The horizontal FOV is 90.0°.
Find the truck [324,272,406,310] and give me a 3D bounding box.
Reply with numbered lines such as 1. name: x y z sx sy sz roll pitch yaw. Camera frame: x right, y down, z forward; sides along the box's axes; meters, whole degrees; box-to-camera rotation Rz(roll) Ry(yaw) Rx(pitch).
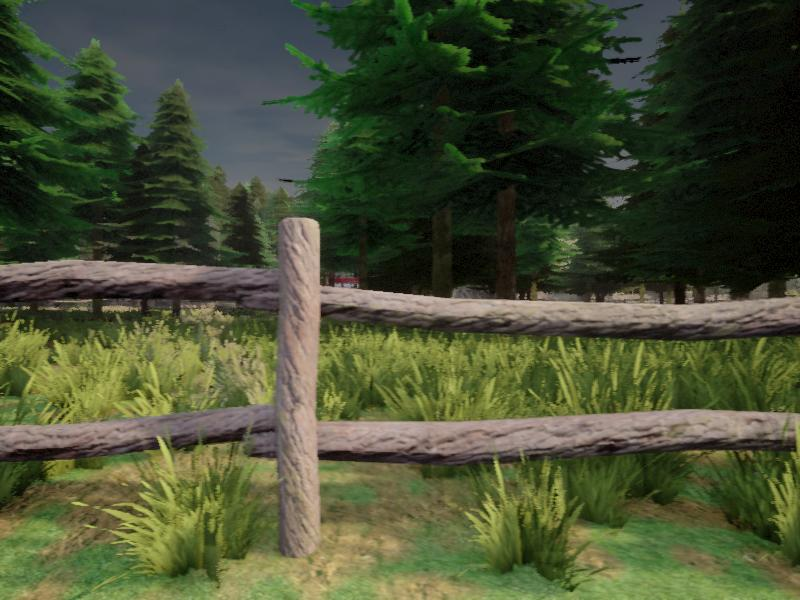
1. truck: -3.789 -0.890 43.775 8.468 3.827 2.891 0 0 -27
